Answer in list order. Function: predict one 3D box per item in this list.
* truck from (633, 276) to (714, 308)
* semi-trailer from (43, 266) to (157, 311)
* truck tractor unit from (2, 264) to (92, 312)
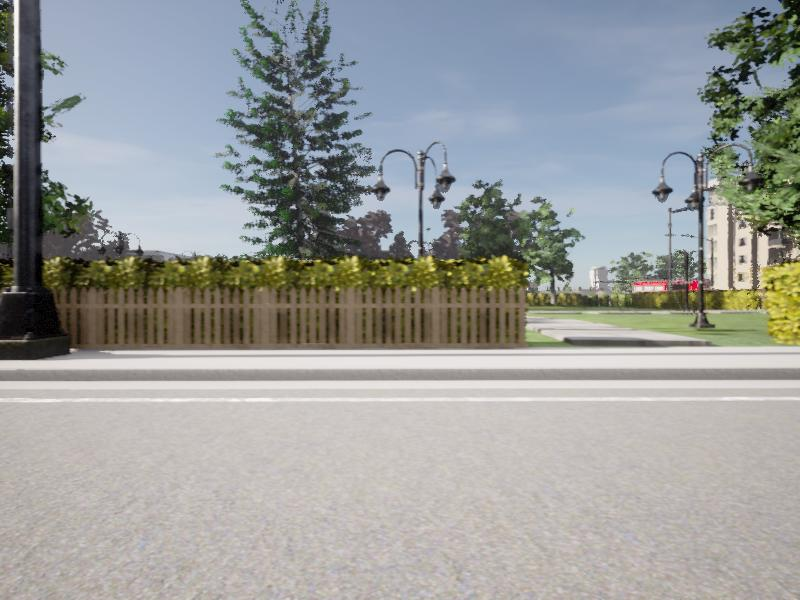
[{"bbox_3d":[35.074,-0.936,51.612,8.468,3.827,2.891,0,-2,37],"label":"truck"},{"bbox_3d":[-33.872,-1.169,46.498,2.717,4.402,14.254,0,0,-1],"label":"semi-trailer"},{"bbox_3d":[-33.707,-1.074,38.587,3.053,4.208,6.516,0,0,-1],"label":"truck tractor unit"}]
